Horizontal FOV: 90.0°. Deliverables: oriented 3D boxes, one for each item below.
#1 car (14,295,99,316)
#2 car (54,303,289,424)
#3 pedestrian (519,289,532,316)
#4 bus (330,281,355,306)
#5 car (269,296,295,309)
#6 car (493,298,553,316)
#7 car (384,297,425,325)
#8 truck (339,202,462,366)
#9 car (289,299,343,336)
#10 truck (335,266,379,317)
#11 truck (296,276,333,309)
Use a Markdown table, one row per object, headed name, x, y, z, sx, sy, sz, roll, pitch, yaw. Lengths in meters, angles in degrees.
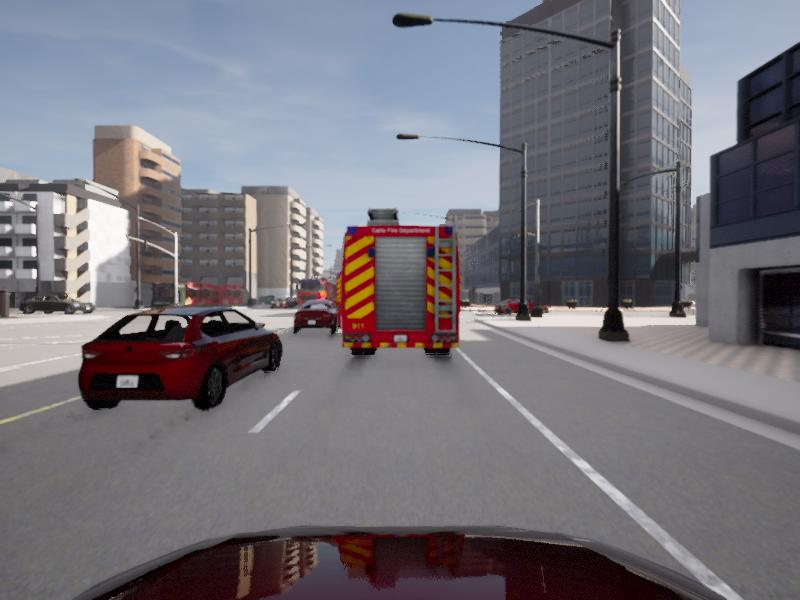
| name | x | y | z | sx | sy | sz | roll | pitch | yaw |
| --- | --- | --- | --- | --- | --- | --- | --- | --- | --- |
| car | -27.799 | 0.404 | 32.511 | 5.027 | 1.651 | 2.152 | 0 | 1 | 1 |
| car | -3.500 | 0.825 | 7.203 | 1.816 | 1.474 | 4.193 | 0 | 1 | 0 |
| pedestrian | 8.786 | 0.190 | 28.067 | 0.751 | 1.860 | 0.751 | 0 | 1 | 5 |
| bus | -10.546 | -1.144 | 74.426 | 3.944 | 4.253 | 10.273 | 0 | 0 | -4 |
| car | -14.000 | 0.324 | 47.594 | 1.970 | 1.475 | 3.806 | 0 | 0 | 0 |
| car | 9.786 | 0.541 | 32.166 | 4.181 | 1.385 | 1.994 | 0 | 1 | -3 |
| car | 0.372 | 0.585 | 24.460 | 2.038 | 1.542 | 4.974 | 0 | 1 | 6 |
| truck | 0.012 | -0.421 | 13.616 | 2.891 | 3.827 | 8.468 | 0 | 1 | 0 |
| car | -3.757 | 0.716 | 18.621 | 1.812 | 1.442 | 4.674 | 0 | 1 | -4 |
| truck | -3.496 | -0.706 | 34.590 | 2.891 | 3.827 | 8.468 | 0 | 1 | 0 |
| truck | -10.516 | -0.863 | 50.258 | 2.891 | 3.827 | 8.468 | 0 | 0 | 0 |
